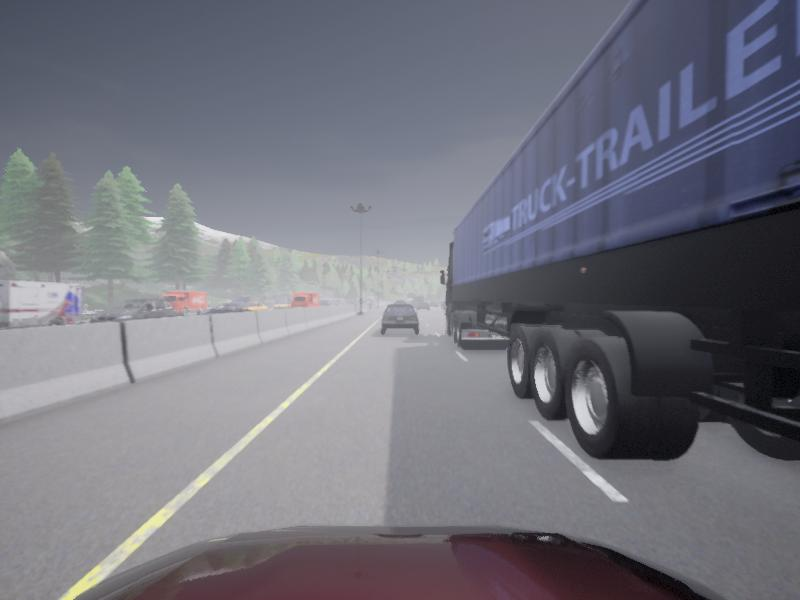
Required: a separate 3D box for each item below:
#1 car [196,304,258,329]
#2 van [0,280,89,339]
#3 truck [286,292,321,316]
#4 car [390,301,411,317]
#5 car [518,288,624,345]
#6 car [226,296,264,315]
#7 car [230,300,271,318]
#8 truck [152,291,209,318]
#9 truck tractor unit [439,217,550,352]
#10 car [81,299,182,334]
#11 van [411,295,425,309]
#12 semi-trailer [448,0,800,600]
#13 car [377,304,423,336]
[{"bbox_3d":[-10.494,0.928,24.609,1.994,1.385,4.181,0,0,0],"label":"car"},{"bbox_3d":[-17.500,0.392,17.780,2.351,2.431,6.366,0,0,0],"label":"van"},{"bbox_3d":[-10.449,0.393,43.869,2.627,2.467,5.204,0,0,0],"label":"truck"},{"bbox_3d":[0.045,0.861,40.210,2.038,1.542,4.974,0,0,0],"label":"car"},{"bbox_3d":[7.002,0.585,17.238,2.150,2.045,5.566,0,0,0],"label":"car"},{"bbox_3d":[-17.445,0.607,45.313,2.150,2.045,5.566,0,0,0],"label":"car"},{"bbox_3d":[-13.963,0.833,37.699,1.801,1.575,5.366,0,0,0],"label":"car"},{"bbox_3d":[-20.962,0.389,38.593,2.627,2.467,5.204,0,0,0],"label":"truck"},{"bbox_3d":[3.260,-0.514,15.801,3.053,4.208,6.516,0,0,2],"label":"truck tractor unit"},{"bbox_3d":[-13.994,0.773,21.282,2.242,1.667,4.611,0,0,0],"label":"car"},{"bbox_3d":[3.499,0.387,77.463,1.988,2.561,5.915,0,0,-4],"label":"van"},{"bbox_3d":[3.193,-0.624,7.891,2.717,4.402,14.254,1,0,0],"label":"semi-trailer"},{"bbox_3d":[0.004,0.912,20.646,2.033,1.411,5.357,0,0,0],"label":"car"}]
